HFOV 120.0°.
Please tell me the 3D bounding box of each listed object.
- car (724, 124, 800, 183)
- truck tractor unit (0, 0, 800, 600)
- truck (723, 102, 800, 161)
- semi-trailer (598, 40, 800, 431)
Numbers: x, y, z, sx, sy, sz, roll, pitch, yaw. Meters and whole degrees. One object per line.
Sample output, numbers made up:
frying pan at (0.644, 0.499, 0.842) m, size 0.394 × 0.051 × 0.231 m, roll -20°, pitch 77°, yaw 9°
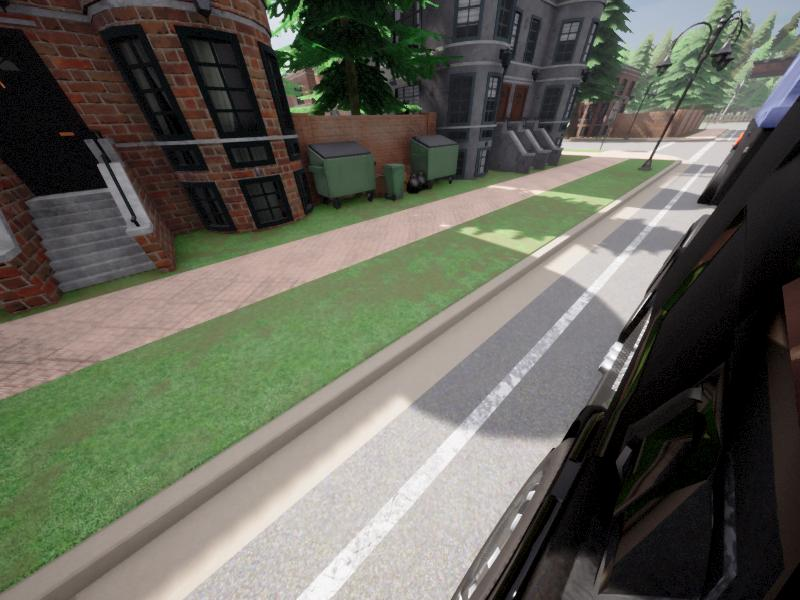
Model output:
car at (16.110, -6.402, 9.847) m, size 5.238 × 1.638 × 1.930 m, roll -28°, pitch 44°, yaw -30°
truck tractor unit at (2.645, -0.295, 0.351) m, size 6.516 × 4.208 × 3.053 m, roll -28°, pitch 44°, yaw -30°
truck at (21.916, -9.848, 13.385) m, size 5.204 × 2.467 × 2.627 m, roll -28°, pitch 44°, yaw -30°
semi-trailer at (8.695, -3.607, 4.232) m, size 14.254 × 4.402 × 2.717 m, roll -28°, pitch 44°, yaw -30°
